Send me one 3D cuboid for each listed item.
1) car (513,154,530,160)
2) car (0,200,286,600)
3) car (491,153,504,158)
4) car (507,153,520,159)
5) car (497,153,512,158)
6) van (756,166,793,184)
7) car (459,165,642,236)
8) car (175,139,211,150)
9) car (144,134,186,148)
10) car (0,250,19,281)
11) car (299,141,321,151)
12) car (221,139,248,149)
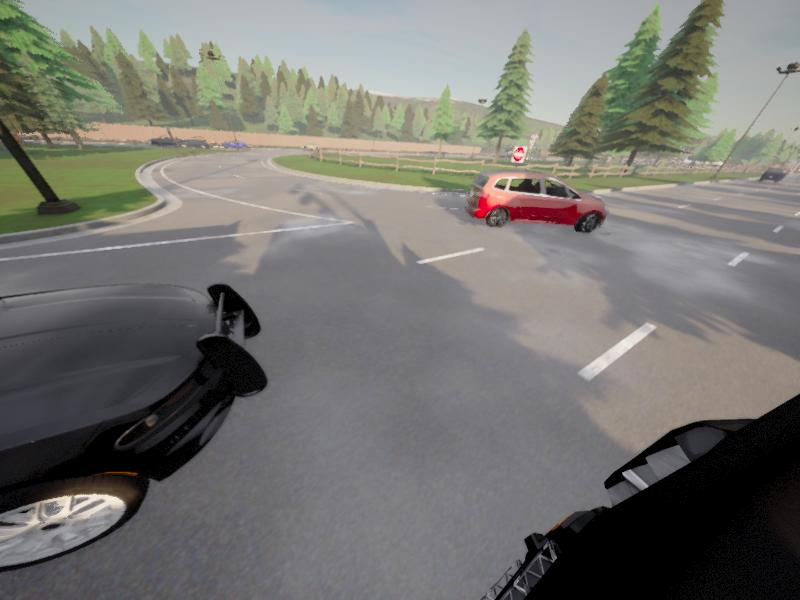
[{"bbox_3d":[41.697,-49.140,79.278,5.357,1.411,2.033,-16,38,-26],"label":"car"},{"bbox_3d":[-3.652,0.777,0.994,5.238,1.638,1.930,-16,38,-26],"label":"car"},{"bbox_3d":[36.761,-54.444,86.887,4.718,1.301,1.895,-16,38,-26],"label":"car"},{"bbox_3d":[40.314,-51.048,81.904,3.988,1.617,1.851,-16,38,-26],"label":"car"},{"bbox_3d":[38.153,-52.659,84.181,4.792,1.488,2.163,-16,38,-26],"label":"car"},{"bbox_3d":[55.202,-18.420,34.014,4.442,1.987,1.775,-16,38,-26],"label":"van"},{"bbox_3d":[4.704,-3.559,8.102,4.611,1.667,2.242,4,34,1],"label":"car"},{"bbox_3d":[-35.737,-26.917,39.983,4.181,1.385,1.994,-16,38,-26],"label":"car"},{"bbox_3d":[-40.920,-27.801,40.430,4.605,1.855,1.932,-16,38,-26],"label":"car"},{"bbox_3d":[-8.295,-0.245,1.939,4.605,1.855,1.932,-16,38,-25],"label":"car"},{"bbox_3d":[-22.045,-37.746,56.772,4.605,1.855,1.932,-16,38,-26],"label":"car"},{"bbox_3d":[-35.697,-33.643,49.941,4.514,1.525,2.007,-16,38,-26],"label":"car"}]
